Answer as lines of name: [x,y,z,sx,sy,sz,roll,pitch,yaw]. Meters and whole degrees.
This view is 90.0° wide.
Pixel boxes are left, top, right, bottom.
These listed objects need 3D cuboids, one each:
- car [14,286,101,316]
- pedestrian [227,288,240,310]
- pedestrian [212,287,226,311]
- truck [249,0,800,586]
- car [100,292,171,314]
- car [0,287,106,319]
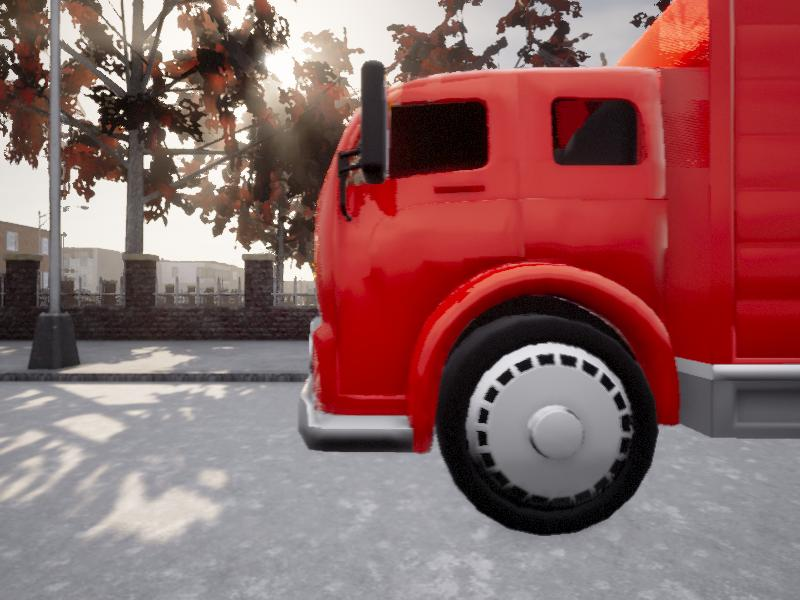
car: [-23.485,0.035,27.708,1.932,1.855,4.605,0,1,2]
pedestrian: [-14.226,-0.076,34.157,0.751,1.860,0.751,0,0,0]
pedestrian: [-14.255,-0.076,31.458,0.751,1.860,0.751,0,0,0]
truck: [2.087,-0.246,2.690,5.204,2.467,2.627,0,0,0]
car: [-19.397,0.224,29.686,2.128,1.511,4.902,0,0,-2]
car: [-19.514,0.166,22.829,2.033,1.649,4.856,0,0,-1]
